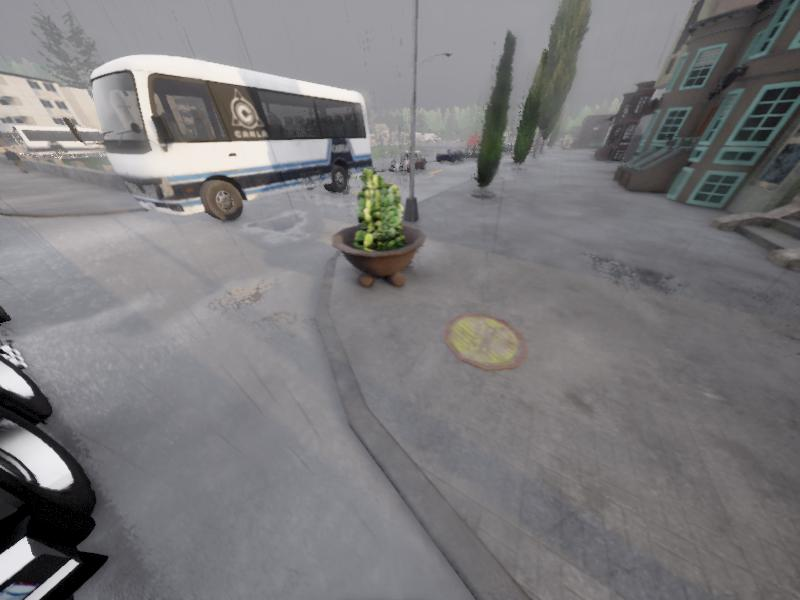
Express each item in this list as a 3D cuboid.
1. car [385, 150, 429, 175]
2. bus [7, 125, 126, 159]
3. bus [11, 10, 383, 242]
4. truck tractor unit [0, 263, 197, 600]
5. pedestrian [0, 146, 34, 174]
[{"bbox_3d":[0.680,-11.521,19.258,1.970,1.475,3.806,18,39,24],"label":"car"},{"bbox_3d":[-56.053,-26.947,39.500,3.944,4.253,10.273,18,38,24],"label":"bus"},{"bbox_3d":[-5.272,-6.544,9.723,3.944,4.253,10.273,17,39,24],"label":"bus"},{"bbox_3d":[-5.112,-0.299,0.780,6.516,4.208,3.053,18,39,24],"label":"truck tractor unit"},{"bbox_3d":[-30.996,-11.244,18.591,0.751,1.860,0.751,18,39,25],"label":"pedestrian"}]
